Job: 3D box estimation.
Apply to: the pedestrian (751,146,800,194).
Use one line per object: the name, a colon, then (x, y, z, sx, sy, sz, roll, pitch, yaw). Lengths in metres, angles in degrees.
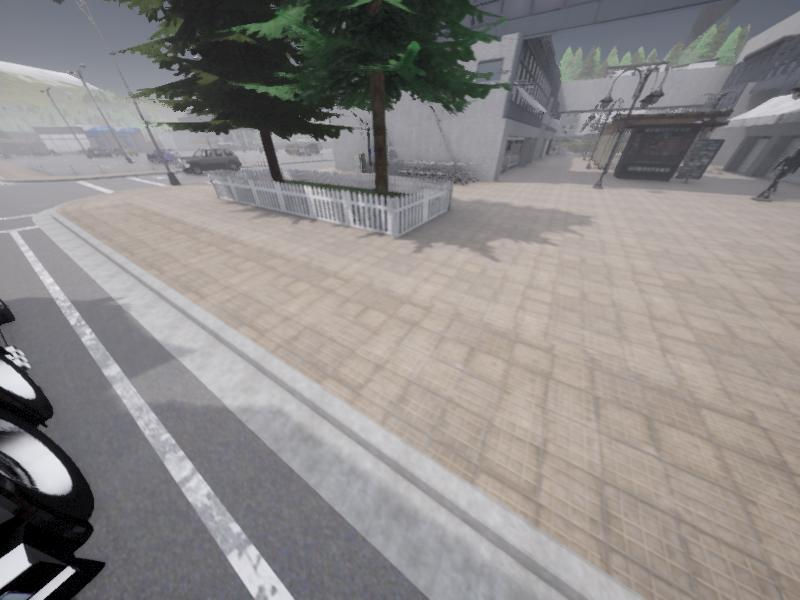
pedestrian: (17.807, -5.989, 10.675, 0.751, 1.860, 0.751, 19, 39, 25)

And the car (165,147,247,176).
car: (-16.293, -11.918, 19.738, 1.932, 1.855, 4.605, 20, 39, 26)

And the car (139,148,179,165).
car: (-27.588, -16.449, 26.490, 3.633, 1.501, 1.845, 20, 39, 26)

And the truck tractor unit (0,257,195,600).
truck tractor unit: (-5.098, -0.311, 0.808, 6.516, 4.208, 3.053, 19, 39, 25)

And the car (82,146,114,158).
car: (-49.574, -24.357, 37.973, 4.514, 1.523, 2.007, 20, 39, 26)
